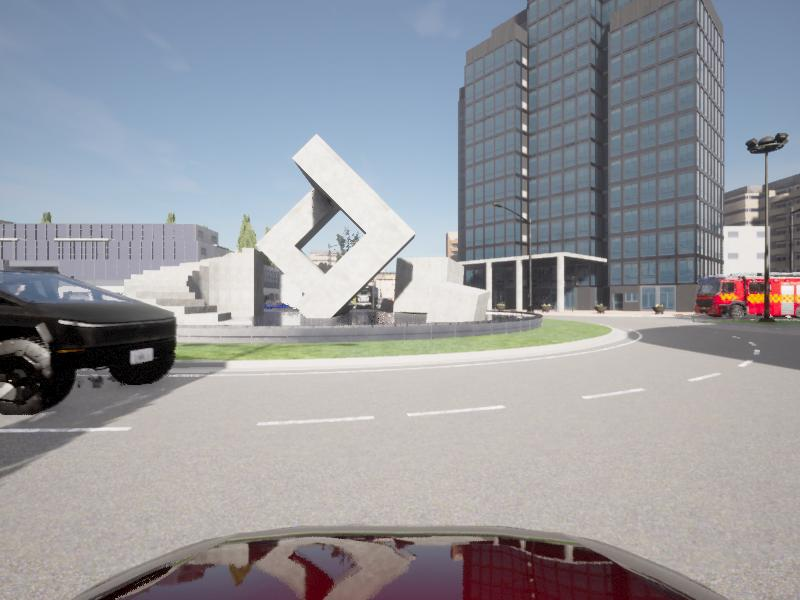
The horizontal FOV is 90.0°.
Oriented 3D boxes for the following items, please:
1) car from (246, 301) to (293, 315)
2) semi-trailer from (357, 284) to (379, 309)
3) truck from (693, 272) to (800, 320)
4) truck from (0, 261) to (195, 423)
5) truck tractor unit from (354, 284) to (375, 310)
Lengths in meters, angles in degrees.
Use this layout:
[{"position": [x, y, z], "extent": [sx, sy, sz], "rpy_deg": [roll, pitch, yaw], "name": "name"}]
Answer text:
[{"position": [-14.332, 0.870, 43.969], "extent": [4.674, 1.442, 1.812], "rpy_deg": [0, 0, -27], "name": "car"}, {"position": [-5.903, -0.617, 75.937], "extent": [2.717, 4.402, 14.254], "rpy_deg": [0, 0, 1], "name": "semi-trailer"}, {"position": [30.102, -0.321, 33.669], "extent": [8.468, 3.827, 2.891], "rpy_deg": [0, 0, 5], "name": "truck"}, {"position": [-7.167, 0.543, 6.942], "extent": [6.274, 2.098, 2.390], "rpy_deg": [0, 0, 11], "name": "truck"}, {"position": [-5.965, -0.524, 68.028], "extent": [3.053, 4.208, 6.516], "rpy_deg": [0, 0, -1], "name": "truck tractor unit"}]
